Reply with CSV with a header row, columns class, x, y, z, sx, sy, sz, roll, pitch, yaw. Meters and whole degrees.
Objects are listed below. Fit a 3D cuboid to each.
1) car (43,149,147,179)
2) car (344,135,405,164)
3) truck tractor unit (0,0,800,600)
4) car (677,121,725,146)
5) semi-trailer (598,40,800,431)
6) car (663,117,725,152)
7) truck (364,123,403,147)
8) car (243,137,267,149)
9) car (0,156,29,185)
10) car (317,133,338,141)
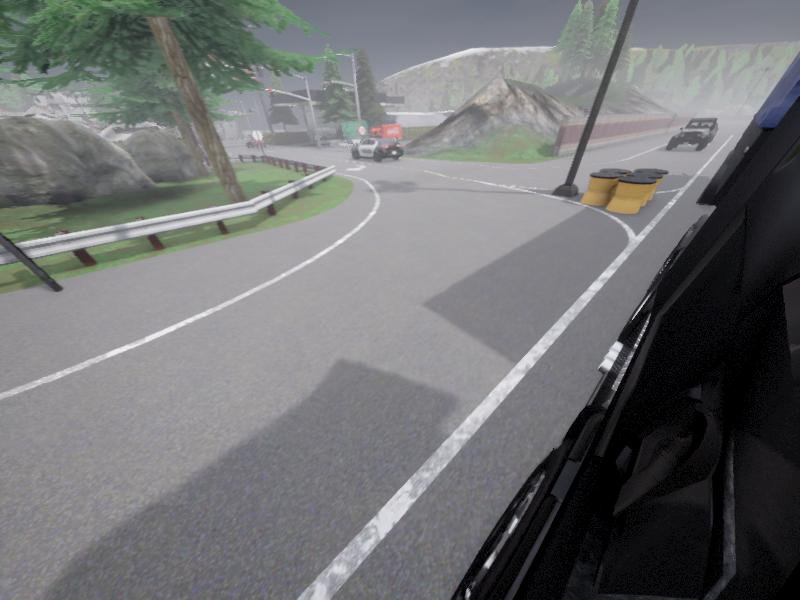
class,x,y,z,sx,sy,sz,roll,pitch,yaw
car,-24.307,-11.153,18.809,4.792,1.488,2.163,-28,44,-30
car,-2.015,-11.583,17.643,2.038,1.542,4.974,-28,44,-30
truck tractor unit,2.645,-0.295,0.352,6.516,4.208,3.053,-28,44,-30
car,26.357,-14.581,20.205,3.705,1.549,1.789,-28,44,-30
semi-trailer,8.694,-3.605,4.238,14.254,4.402,2.717,-28,44,-30
car,21.838,-12.311,17.169,3.866,1.878,1.905,-28,44,-30
truck,-2.499,-25.828,36.177,5.204,2.467,2.627,-27,44,-25
car,-25.198,-27.316,40.120,2.242,1.667,4.611,-27,43,-31
car,-29.677,-8.332,15.324,5.008,1.535,1.882,-28,44,-30
car,-20.045,-45.418,64.287,4.974,1.542,2.038,-28,44,-30
